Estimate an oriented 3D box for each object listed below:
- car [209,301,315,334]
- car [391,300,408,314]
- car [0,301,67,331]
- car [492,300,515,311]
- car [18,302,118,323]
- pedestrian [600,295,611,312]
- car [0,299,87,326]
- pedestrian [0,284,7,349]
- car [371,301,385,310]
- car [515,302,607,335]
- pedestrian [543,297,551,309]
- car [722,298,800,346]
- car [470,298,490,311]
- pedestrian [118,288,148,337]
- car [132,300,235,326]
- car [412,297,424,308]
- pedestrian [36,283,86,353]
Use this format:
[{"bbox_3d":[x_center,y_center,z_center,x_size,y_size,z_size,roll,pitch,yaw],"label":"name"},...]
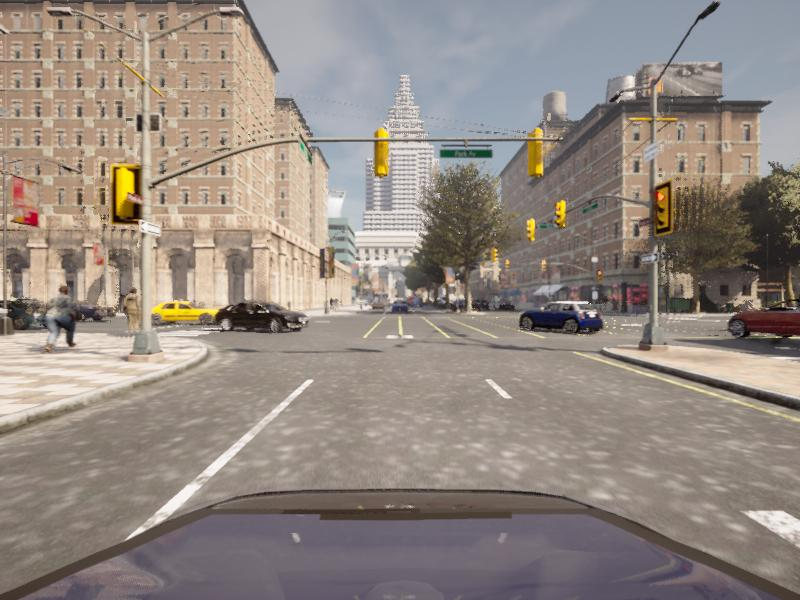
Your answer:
[{"bbox_3d":[-6.830,0.818,19.816,4.892,1.490,1.837,0,-1,20],"label":"car"},{"bbox_3d":[-0.012,0.761,46.346,1.882,1.535,5.008,0,0,0],"label":"car"},{"bbox_3d":[-20.790,0.799,21.259,4.514,1.525,2.007,0,0,0],"label":"car"},{"bbox_3d":[14.953,0.746,57.842,2.038,1.542,4.974,0,0,0],"label":"car"},{"bbox_3d":[-23.279,0.857,28.238,5.357,1.411,2.033,0,0,0],"label":"car"},{"bbox_3d":[22.878,0.426,44.481,0.751,1.860,0.751,0,0,-9],"label":"pedestrian"},{"bbox_3d":[-22.770,0.737,24.744,5.238,1.638,1.930,0,0,0],"label":"car"},{"bbox_3d":[-11.786,0.469,11.259,0.751,1.860,0.751,0,0,17],"label":"pedestrian"},{"bbox_3d":[-3.300,0.857,61.804,1.895,1.301,4.718,0,0,0],"label":"car"},{"bbox_3d":[7.866,0.826,19.868,1.970,1.475,3.806,0,0,-31],"label":"car"},{"bbox_3d":[22.317,0.405,60.764,0.751,1.860,0.751,0,0,-19],"label":"pedestrian"},{"bbox_3d":[14.977,0.760,14.767,2.152,1.651,5.027,0,0,0],"label":"car"},{"bbox_3d":[11.452,0.578,57.495,1.932,1.855,4.605,0,0,0],"label":"car"},{"bbox_3d":[-10.264,0.464,15.392,0.751,1.860,0.751,0,0,-13],"label":"pedestrian"},{"bbox_3d":[-13.397,0.767,24.997,5.366,1.575,1.801,0,0,-4],"label":"car"},{"bbox_3d":[3.435,0.468,79.108,2.150,2.045,5.566,0,0,0],"label":"car"},{"bbox_3d":[-9.310,0.469,11.014,0.751,1.860,0.751,0,0,-5],"label":"pedestrian"}]
